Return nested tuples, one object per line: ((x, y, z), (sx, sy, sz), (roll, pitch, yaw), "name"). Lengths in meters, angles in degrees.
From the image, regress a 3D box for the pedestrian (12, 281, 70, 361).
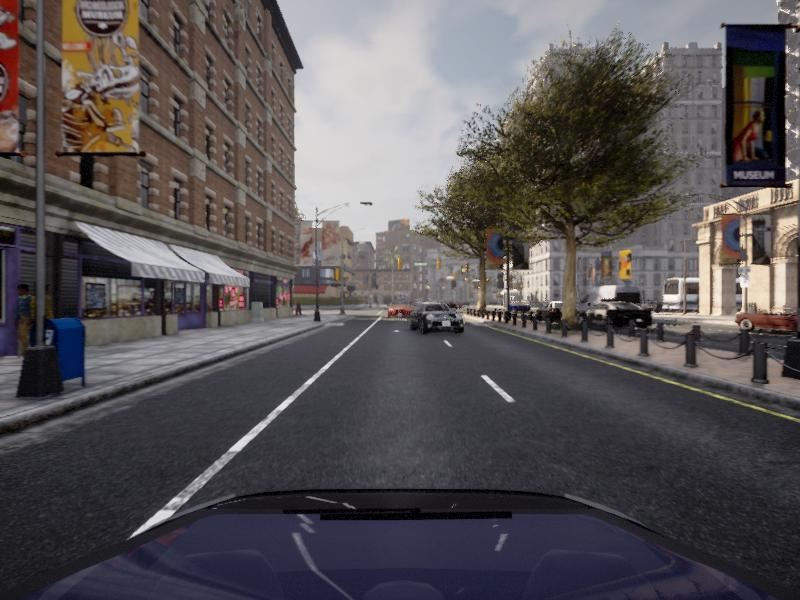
((-8.690, 0.485, 9.710), (0.751, 1.860, 0.751), (0, 0, 12), "pedestrian")

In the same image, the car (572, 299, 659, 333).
((11.501, 0.770, 21.868), (1.930, 1.638, 5.238), (0, 0, 0), "car")

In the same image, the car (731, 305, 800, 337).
((18.250, 0.938, 18.522), (1.895, 1.301, 4.718), (0, 0, 0), "car")

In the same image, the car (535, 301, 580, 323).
((11.506, 0.852, 29.545), (1.970, 1.475, 3.806), (0, 0, 3), "car")

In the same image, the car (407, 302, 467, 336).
((1.698, 0.852, 19.642), (1.970, 1.475, 3.806), (0, 0, -11), "car")

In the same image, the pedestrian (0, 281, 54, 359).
((-9.332, 0.485, 9.979), (0.751, 1.860, 0.751), (0, 0, 12), "pedestrian")

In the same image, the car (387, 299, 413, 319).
((-0.001, 0.754, 35.891), (2.242, 1.667, 4.611), (0, 0, 0), "car")

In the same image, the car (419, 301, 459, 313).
((4.937, 0.842, 50.982), (4.892, 1.490, 1.837), (0, -1, 39), "car")

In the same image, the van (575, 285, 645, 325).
((15.006, 0.322, 29.118), (1.988, 2.561, 5.915), (0, 0, 0), "van")

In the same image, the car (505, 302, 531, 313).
((15.001, 0.941, 51.120), (1.895, 1.301, 4.718), (0, 0, 0), "car")

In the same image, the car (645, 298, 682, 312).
((36.593, 0.643, 55.561), (3.866, 1.878, 1.905), (0, 0, 0), "car")

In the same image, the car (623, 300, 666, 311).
((36.061, 0.778, 59.053), (5.027, 1.651, 2.152), (0, 0, 0), "car")

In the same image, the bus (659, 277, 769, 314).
((38.035, -0.535, 48.806), (10.273, 4.253, 3.944), (0, 0, 1), "bus")
